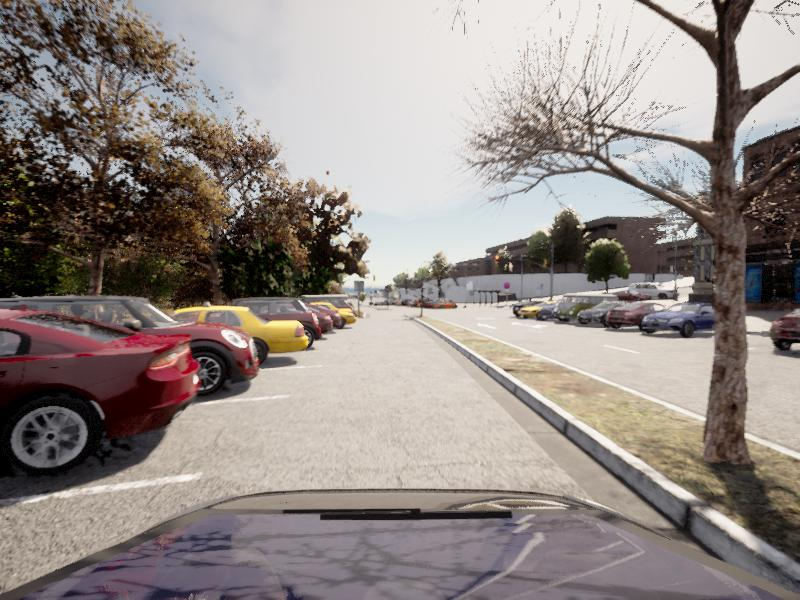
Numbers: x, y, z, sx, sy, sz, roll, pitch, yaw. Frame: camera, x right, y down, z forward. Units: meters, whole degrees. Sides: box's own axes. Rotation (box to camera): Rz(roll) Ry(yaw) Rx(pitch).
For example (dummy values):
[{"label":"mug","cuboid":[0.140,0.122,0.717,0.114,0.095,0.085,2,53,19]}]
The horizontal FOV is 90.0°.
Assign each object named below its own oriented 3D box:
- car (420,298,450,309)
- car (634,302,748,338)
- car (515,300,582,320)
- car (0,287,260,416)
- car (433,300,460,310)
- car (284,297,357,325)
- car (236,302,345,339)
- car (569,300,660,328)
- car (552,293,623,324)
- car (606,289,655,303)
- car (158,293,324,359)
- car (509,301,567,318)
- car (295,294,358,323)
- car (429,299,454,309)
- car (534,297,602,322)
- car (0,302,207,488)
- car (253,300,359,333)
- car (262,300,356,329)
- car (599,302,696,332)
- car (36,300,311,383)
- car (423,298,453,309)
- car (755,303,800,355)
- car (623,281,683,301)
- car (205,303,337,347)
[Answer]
[{"label":"car","cuboid":[7.259,0.728,82.835,5.566,2.045,2.435,1,0,-29]},{"label":"car","cuboid":[13.194,0.844,18.140,4.674,1.452,2.002,1,0,-22]},{"label":"car","cuboid":[12.305,0.794,33.152,5.366,1.575,1.946,1,0,-24]},{"label":"car","cuboid":[-4.866,0.706,6.916,4.553,1.767,2.185,-1,0,-20]},{"label":"car","cuboid":[8.550,0.870,73.875,4.553,1.767,2.185,1,0,-28]},{"label":"car","cuboid":[-5.510,0.711,27.650,4.553,1.767,2.185,-1,0,-23]},{"label":"car","cuboid":[-5.130,0.874,18.763,4.674,1.452,2.002,-1,0,-22]},{"label":"car","cuboid":[12.966,0.803,24.178,4.892,1.521,2.231,1,0,-23]},{"label":"car","cuboid":[12.713,0.574,27.148,4.442,1.987,1.878,1,0,-23]},{"label":"car","cuboid":[27.494,-0.470,47.904,2.002,1.452,4.674,-7,4,-29]},{"label":"car","cuboid":[-4.920,0.706,12.853,4.553,1.767,2.185,-1,0,-21]},{"label":"car","cuboid":[12.461,0.834,36.209,4.792,1.488,2.163,1,0,-24]},{"label":"car","cuboid":[-5.609,0.610,30.643,4.442,1.987,1.878,-1,0,-23]},{"label":"car","cuboid":[8.047,0.763,76.810,4.442,1.987,1.878,1,0,-29]},{"label":"car","cuboid":[12.685,0.675,30.223,4.553,1.767,2.185,1,0,-23]},{"label":"car","cuboid":[-4.796,0.829,3.961,5.008,1.535,2.097,-1,0,-20]},{"label":"car","cuboid":[-5.083,0.829,21.798,5.366,1.575,1.946,-1,0,-22]},{"label":"car","cuboid":[-5.559,0.835,24.609,5.366,1.575,1.946,-1,0,-23]},{"label":"car","cuboid":[13.079,0.843,21.162,4.674,1.452,2.002,1,0,-22]},{"label":"car","cuboid":[-5.054,0.831,9.814,5.366,1.575,1.946,-1,0,-21]},{"label":"car","cuboid":[7.674,0.733,79.826,5.566,2.045,2.435,1,0,-29]},{"label":"car","cuboid":[13.349,0.846,12.104,4.674,1.452,2.002,1,0,-21]},{"label":"car","cuboid":[30.457,-1.047,48.324,2.435,2.045,5.566,-7,4,-28]},{"label":"car","cuboid":[-5.027,0.873,15.804,4.674,1.452,2.002,-1,0,-22]}]
